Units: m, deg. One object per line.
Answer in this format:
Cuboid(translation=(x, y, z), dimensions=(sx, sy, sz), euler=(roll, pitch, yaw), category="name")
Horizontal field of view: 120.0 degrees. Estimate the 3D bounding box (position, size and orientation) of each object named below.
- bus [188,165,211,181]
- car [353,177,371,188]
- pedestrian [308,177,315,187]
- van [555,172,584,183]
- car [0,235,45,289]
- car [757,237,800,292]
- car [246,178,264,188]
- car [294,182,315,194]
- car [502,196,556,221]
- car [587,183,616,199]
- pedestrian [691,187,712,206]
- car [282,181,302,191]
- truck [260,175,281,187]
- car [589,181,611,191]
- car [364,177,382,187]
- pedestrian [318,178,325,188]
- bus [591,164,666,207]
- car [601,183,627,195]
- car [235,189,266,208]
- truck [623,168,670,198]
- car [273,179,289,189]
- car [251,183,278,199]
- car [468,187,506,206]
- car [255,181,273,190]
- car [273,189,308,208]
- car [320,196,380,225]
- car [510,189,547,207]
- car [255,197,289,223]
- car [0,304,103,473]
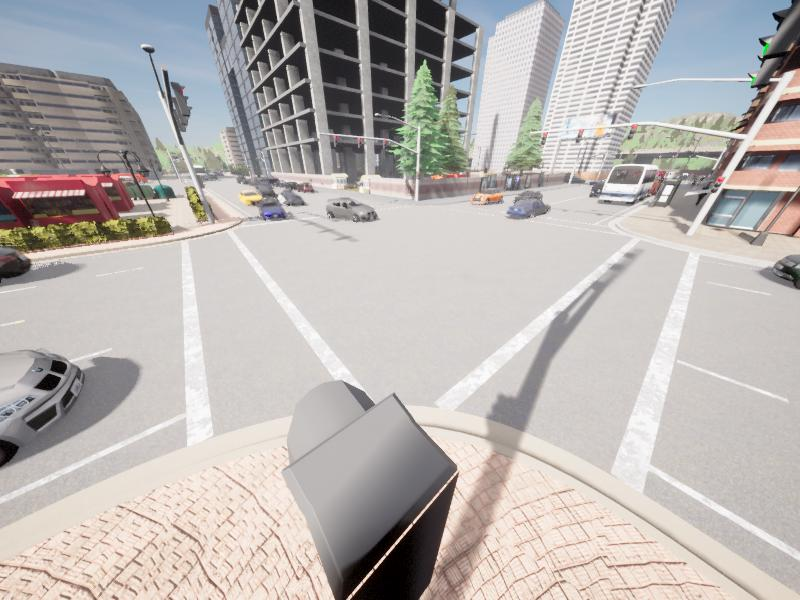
Cuboid(translation=(-64.606, -40.833, 74.359), dimensions=(3.944, 4.253, 10.273), euler=(-24, 37, -35), category="bus")
Cuboid(translation=(-8.128, -24.929, 48.916), dimensions=(1.905, 1.878, 3.866), euler=(-23, 37, -34), category="car")
Cuboid(translation=(-19.325, -25.819, 50.404), dimensions=(0.751, 1.860, 0.751), euler=(-22, 37, -33), category="pedestrian")
Cuboid(translation=(48.824, -35.314, 66.589), dimensions=(1.988, 2.561, 5.915), euler=(-22, 37, -34), category="van")
Cuboid(translation=(-17.074, -0.866, 8.025), dimensions=(2.163, 1.488, 4.792), euler=(26, 39, 37), category="car")
Cuboid(translation=(16.218, -0.903, 7.905), dimensions=(3.705, 1.549, 1.789), euler=(21, 36, 32), category="car")
Cuboid(translation=(-32.368, -26.160, 51.584), dimensions=(2.152, 1.651, 5.027), euler=(-23, 37, -34), category="car")
Cuboid(translation=(-16.556, -19.550, 40.149), dimensions=(1.851, 1.617, 3.988), euler=(-23, 37, -34), category="car")
Cuboid(translation=(12.026, -8.580, 21.475), dimensions=(5.357, 1.411, 2.033), euler=(-22, 36, -32), category="car")
Cuboid(translation=(29.977, -16.310, 34.363), dimensions=(3.866, 1.878, 1.905), euler=(-23, 37, -34), category="car")
Cuboid(translation=(34.102, -11.732, 26.113), dimensions=(0.751, 1.860, 0.751), euler=(-23, 37, -34), category="pedestrian")
Cuboid(translation=(-20.828, -22.030, 44.514), dimensions=(1.882, 1.535, 5.008), euler=(-23, 37, -34), category="car")
Cuboid(translation=(-30.214, -27.803, 53.953), dimensions=(2.390, 2.098, 6.274), euler=(-23, 37, -34), category="truck")
Cuboid(translation=(38.757, -22.096, 44.774), dimensions=(4.892, 1.490, 1.837), euler=(-23, 37, -34), category="car")
Cuboid(translation=(-5.875, -25.875, 50.553), dimensions=(1.905, 1.878, 3.866), euler=(-23, 37, -34), category="car")
Cuboid(translation=(-15.964, -23.835, 46.967), dimensions=(0.751, 1.860, 0.751), euler=(-23, 37, -34), category="pedestrian")
Cuboid(translation=(29.081, -14.753, 29.311), dimensions=(10.273, 4.253, 3.944), euler=(-23, 37, -34), category="bus")
Cuboid(translation=(36.103, -18.722, 38.890), dimensions=(5.366, 1.575, 1.801), euler=(-23, 37, -34), category="car")
Cuboid(translation=(-17.649, -12.052, 27.231), dimensions=(1.882, 1.535, 5.008), euler=(-23, 37, -34), category="car")
Cuboid(translation=(38.913, -18.603, 36.395), dimensions=(8.468, 3.827, 2.891), euler=(-23, 37, -34), category="truck")
Cuboid(translation=(-25.198, -24.615, 48.975), dimensions=(1.789, 1.549, 3.705), euler=(-23, 37, -34), category="car")
Cuboid(translation=(-20.395, -16.416, 34.687), dimensions=(1.930, 1.638, 5.238), euler=(-23, 37, -34), category="car")
Cuboid(translation=(10.696, -12.768, 28.325), dimensions=(4.553, 1.767, 2.097), euler=(-23, 37, -34), category="car")
Cuboid(translation=(-27.697, -23.301, 46.885), dimensions=(1.994, 1.385, 4.181), euler=(-23, 37, -34), category="car")
Cuboid(translation=(-12.896, -11.955, 27.069), dimensions=(2.038, 1.542, 4.974), euler=(-23, 37, -34), category="car")
Cuboid(translation=(-4.255, -7.784, 19.797), dimensions=(4.611, 1.667, 2.242), euler=(17, 35, 28), category="car")
Cuboid(translation=(15.622, -12.414, 28.014), dimensions=(4.892, 1.490, 1.837), euler=(-23, 37, -34), category="car")
Cuboid(translation=(-11.248, -7.961, 20.210), dimensions=(1.816, 1.474, 4.193), euler=(-18, 34, -28), category="car")
Cuboid(translation=(-7.986, 1.961, 2.938), dimensions=(4.611, 1.667, 2.242), euler=(-22, 37, -34), category="car")
